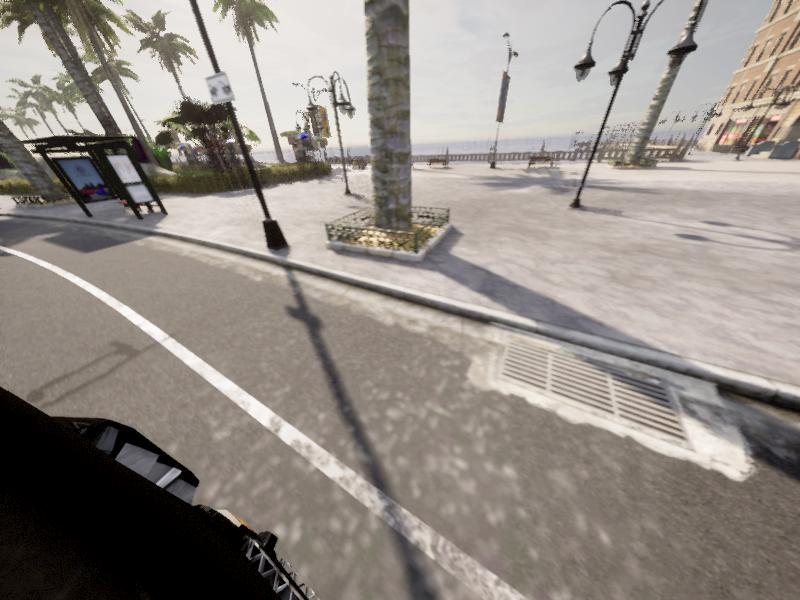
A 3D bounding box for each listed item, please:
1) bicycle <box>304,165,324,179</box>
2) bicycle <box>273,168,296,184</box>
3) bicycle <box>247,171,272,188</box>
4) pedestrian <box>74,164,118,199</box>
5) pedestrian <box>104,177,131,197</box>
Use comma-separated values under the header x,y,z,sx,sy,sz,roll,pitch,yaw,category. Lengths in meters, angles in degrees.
x,y,z,sx,sy,sz,roll,pitch,yaw,category
-7.341,-10.932,19.750,1.643,1.024,0.373,16,38,25,bicycle
-8.817,-9.426,17.592,1.643,1.024,0.373,16,38,25,bicycle
-9.801,-8.422,16.152,1.643,1.024,0.373,16,38,25,bicycle
-19.132,-7.468,14.577,0.751,1.860,0.751,12,36,20,pedestrian
-18.478,-7.413,15.133,0.500,1.100,0.500,2,34,7,pedestrian
